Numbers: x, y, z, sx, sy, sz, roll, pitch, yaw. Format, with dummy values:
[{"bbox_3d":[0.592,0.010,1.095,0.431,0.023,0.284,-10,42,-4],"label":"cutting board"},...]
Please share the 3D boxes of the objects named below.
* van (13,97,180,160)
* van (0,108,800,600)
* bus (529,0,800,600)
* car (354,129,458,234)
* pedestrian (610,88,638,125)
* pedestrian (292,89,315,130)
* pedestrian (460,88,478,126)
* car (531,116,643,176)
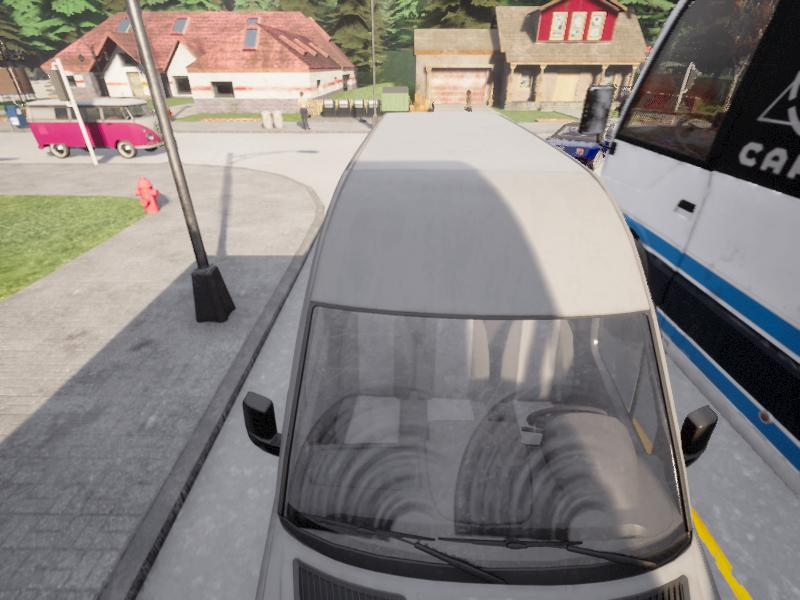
[{"bbox_3d":[-11.343,-6.585,15.290,4.442,1.987,1.775,0,30,0],"label":"van"},{"bbox_3d":[0.417,0.045,3.428,1.988,2.561,5.915,1,30,2],"label":"van"},{"bbox_3d":[4.066,0.354,1.199,3.944,4.253,10.273,0,30,1],"label":"bus"},{"bbox_3d":[-0.051,-3.050,9.692,1.789,1.549,3.705,-5,31,-8],"label":"car"},{"bbox_3d":[12.795,-11.076,22.896,0.751,1.860,0.751,0,30,-1],"label":"pedestrian"},{"bbox_3d":[-5.042,-9.934,20.905,0.751,1.860,0.751,-15,34,-24],"label":"pedestrian"},{"bbox_3d":[3.879,-10.875,22.535,0.751,1.860,0.751,0,30,-1],"label":"pedestrian"},{"bbox_3d":[6.906,-5.752,14.586,1.895,1.301,4.718,26,39,37],"label":"car"}]
